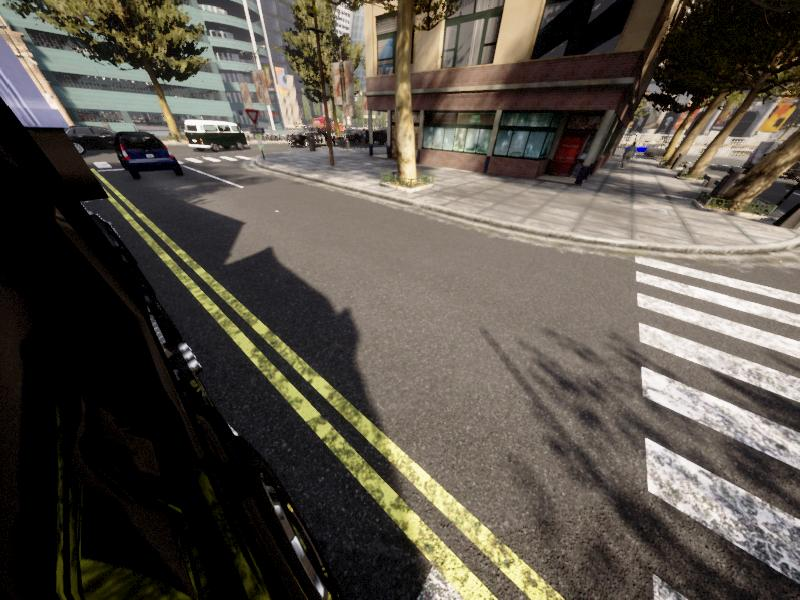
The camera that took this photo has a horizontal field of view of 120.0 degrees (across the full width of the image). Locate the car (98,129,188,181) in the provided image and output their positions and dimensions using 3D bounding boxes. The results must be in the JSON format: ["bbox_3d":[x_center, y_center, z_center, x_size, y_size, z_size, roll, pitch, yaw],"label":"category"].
[{"bbox_3d":[-11.781,-6.765,10.604,3.988,1.617,1.851,30,45,32],"label":"car"}]

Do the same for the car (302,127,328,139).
[{"bbox_3d":[-14.656,-28.852,40.007,1.789,1.549,3.705,28,44,30],"label":"car"}]

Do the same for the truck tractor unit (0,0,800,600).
[{"bbox_3d":[-2.645,-0.295,0.351,6.516,4.208,3.053,28,44,30],"label":"truck tractor unit"}]

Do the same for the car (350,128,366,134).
[{"bbox_3d":[-13.319,-53.273,72.882,5.357,1.411,2.033,28,44,30],"label":"car"}]

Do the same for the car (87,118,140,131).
[{"bbox_3d":[-43.803,-26.885,35.427,2.161,1.482,4.786,28,43,30],"label":"car"}]

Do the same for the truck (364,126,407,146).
[{"bbox_3d":[-1.985,-23.770,33.561,2.390,2.098,6.274,28,43,30],"label":"truck"}]

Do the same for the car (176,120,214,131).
[{"bbox_3d":[-39.573,-33.704,44.750,2.128,1.511,4.902,28,43,30],"label":"car"}]

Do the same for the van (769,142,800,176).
[{"bbox_3d":[39.573,-13.752,22.439,1.988,2.561,5.915,29,44,31],"label":"van"}]

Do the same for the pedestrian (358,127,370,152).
[{"bbox_3d":[-3.428,-15.261,21.994,0.751,1.860,0.751,-28,47,-35],"label":"pedestrian"}]

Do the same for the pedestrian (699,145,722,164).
[{"bbox_3d":[37.296,-17.476,27.802,0.751,1.860,0.751,29,44,31],"label":"pedestrian"}]

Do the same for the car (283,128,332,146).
[{"bbox_3d":[-11.382,-20.385,28.819,1.930,1.638,5.238,28,44,30],"label":"car"}]

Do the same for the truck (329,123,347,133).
[{"bbox_3d":[-20.750,-57.640,77.360,5.204,2.467,2.627,28,44,30],"label":"truck"}]

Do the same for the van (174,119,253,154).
[{"bbox_3d":[-15.084,-13.564,19.126,2.069,2.038,4.480,11,38,11],"label":"van"}]

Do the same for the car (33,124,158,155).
[{"bbox_3d":[-20.278,-10.914,15.707,1.837,1.490,4.892,28,43,30],"label":"car"}]

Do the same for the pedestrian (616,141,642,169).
[{"bbox_3d":[18.652,-11.877,18.872,0.751,1.860,0.751,27,43,29],"label":"pedestrian"}]

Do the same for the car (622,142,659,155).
[{"bbox_3d":[44.388,-28.044,42.709,4.514,1.525,2.007,28,44,30],"label":"car"}]

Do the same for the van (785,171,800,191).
[{"bbox_3d":[25.382,-7.082,13.031,2.069,2.038,4.480,28,44,30],"label":"van"}]

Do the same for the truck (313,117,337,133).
[{"bbox_3d":[-24.617,-57.517,75.814,8.468,3.827,2.891,28,44,30],"label":"truck"}]

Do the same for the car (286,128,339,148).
[{"bbox_3d":[-9.692,-18.274,26.103,1.930,1.638,5.238,28,44,30],"label":"car"}]

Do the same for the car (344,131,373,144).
[{"bbox_3d":[-6.029,-24.013,34.151,1.970,1.475,3.806,28,44,30],"label":"car"}]

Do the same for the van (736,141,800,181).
[{"bbox_3d":[32.768,-12.177,19.992,2.351,2.431,6.366,29,44,31],"label":"van"}]

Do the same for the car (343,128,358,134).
[{"bbox_3d":[-15.079,-51.472,70.376,4.181,1.385,1.994,28,44,30],"label":"car"}]

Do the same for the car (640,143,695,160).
[{"bbox_3d":[38.997,-21.748,33.823,2.242,1.667,4.611,-19,42,-26],"label":"car"}]

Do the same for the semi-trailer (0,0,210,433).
[{"bbox_3d":[-9.219,-3.189,3.635,14.254,4.402,2.717,22,41,23],"label":"semi-trailer"}]
